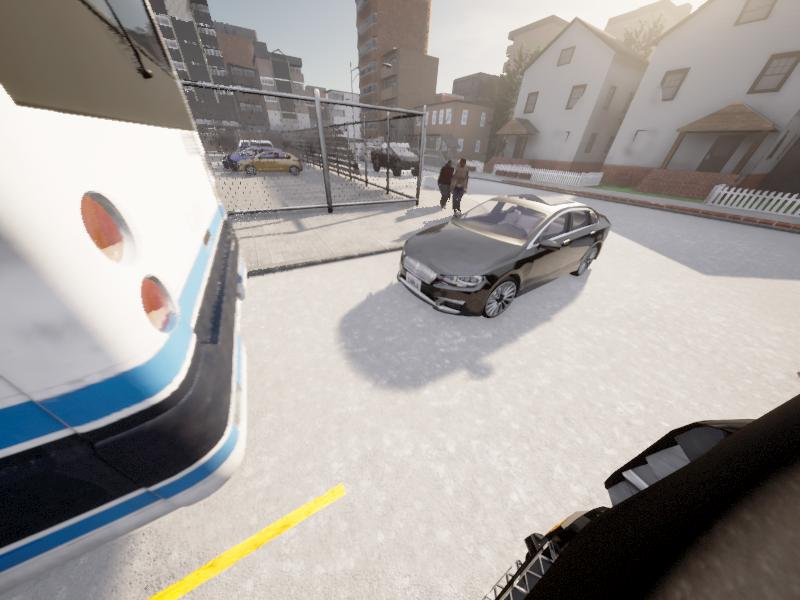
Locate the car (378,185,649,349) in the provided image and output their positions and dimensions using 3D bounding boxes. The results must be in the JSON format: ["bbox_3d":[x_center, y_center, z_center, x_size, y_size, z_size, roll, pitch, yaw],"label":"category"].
[{"bbox_3d":[2.251,-1.175,4.518,4.902,1.511,2.128,-18,39,-29],"label":"car"}]

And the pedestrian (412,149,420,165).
[{"bbox_3d":[2.225,-19.797,32.003,0.751,1.860,0.751,-10,36,-19],"label":"pedestrian"}]

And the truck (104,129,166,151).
[{"bbox_3d":[-39.532,-23.953,34.752,5.204,2.467,2.627,-16,38,-26],"label":"truck"}]

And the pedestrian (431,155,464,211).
[{"bbox_3d":[1.817,-4.580,9.064,0.751,1.860,0.751,-7,35,-15],"label":"pedestrian"}]

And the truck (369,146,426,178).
[{"bbox_3d":[-0.463,-12.815,21.303,2.390,2.098,6.274,-16,38,-25],"label":"truck"}]

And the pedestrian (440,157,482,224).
[{"bbox_3d":[1.975,-3.611,7.617,0.751,1.860,0.751,25,39,29],"label":"pedestrian"}]

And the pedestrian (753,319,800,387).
[{"bbox_3d":[5.128,0.234,2.257,0.751,1.860,0.751,7,34,6],"label":"pedestrian"}]

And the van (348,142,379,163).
[{"bbox_3d":[-5.731,-22.845,35.702,2.351,2.431,6.366,-16,38,-26],"label":"van"}]

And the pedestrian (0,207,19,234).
[{"bbox_3d":[-9.466,-2.252,4.701,0.751,1.860,0.751,-7,35,-14],"label":"pedestrian"}]

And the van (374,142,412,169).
[{"bbox_3d":[-1.013,-18.102,28.822,1.988,2.561,5.915,-16,38,-26],"label":"van"}]
